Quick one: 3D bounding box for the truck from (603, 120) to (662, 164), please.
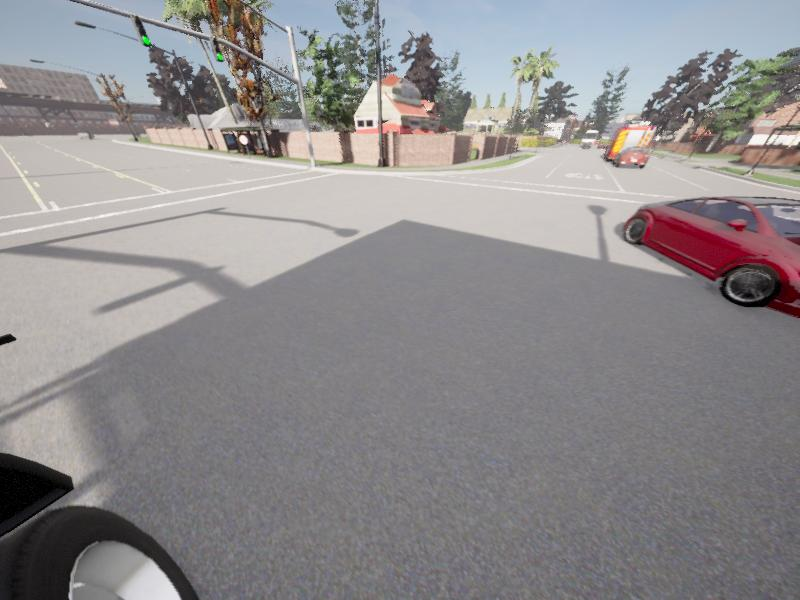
[{"bbox_3d":[27.346,-18.945,27.778,2.891,3.827,8.468,21,40,27],"label":"truck"}]

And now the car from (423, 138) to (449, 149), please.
[{"bbox_3d":[7.011,-31.086,45.826,4.605,1.855,1.932,21,40,27],"label":"car"}]

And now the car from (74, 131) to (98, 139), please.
[{"bbox_3d":[-69.079,-36.342,50.869,1.845,1.501,3.633,-20,41,-27],"label":"car"}]

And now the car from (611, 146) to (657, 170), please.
[{"bbox_3d":[22.647,-13.977,22.589,2.152,1.651,5.027,21,40,27],"label":"car"}]

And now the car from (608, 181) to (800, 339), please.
[{"bbox_3d":[6.699,-1.157,4.425,1.994,1.385,4.181,4,36,6],"label":"car"}]

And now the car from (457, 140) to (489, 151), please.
[{"bbox_3d":[13.387,-28.434,42.484,5.027,1.636,2.152,21,40,27],"label":"car"}]

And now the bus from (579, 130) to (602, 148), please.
[{"bbox_3d":[58.674,-49.770,71.481,3.944,4.253,10.273,21,40,27],"label":"bus"}]

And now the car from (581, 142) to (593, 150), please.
[{"bbox_3d":[45.857,-37.707,56.562,1.845,1.501,3.633,21,40,27],"label":"car"}]
